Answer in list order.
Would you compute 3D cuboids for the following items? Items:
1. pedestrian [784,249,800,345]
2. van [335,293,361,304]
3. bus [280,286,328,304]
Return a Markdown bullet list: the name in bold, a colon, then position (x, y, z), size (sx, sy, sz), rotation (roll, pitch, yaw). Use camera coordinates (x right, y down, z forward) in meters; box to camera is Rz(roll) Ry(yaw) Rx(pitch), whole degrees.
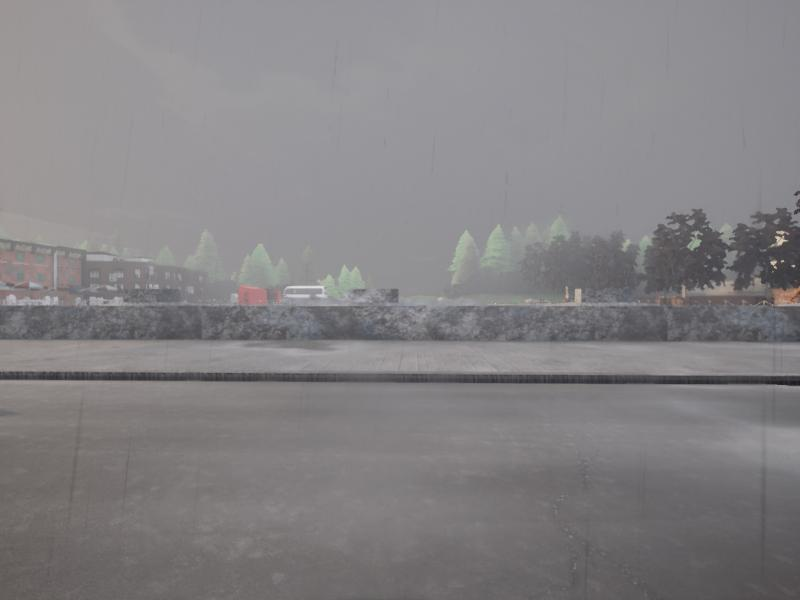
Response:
- **pedestrian**: position (8.126, -0.067, 7.700), size (0.751, 1.860, 0.751), rotation (0, 0, 2)
- **van**: position (-12.113, -0.299, 93.605), size (5.915, 2.561, 1.988), rotation (0, 0, 2)
- **bus**: position (-22.400, -1.138, 93.818), size (10.273, 4.253, 3.944), rotation (0, 0, 2)
